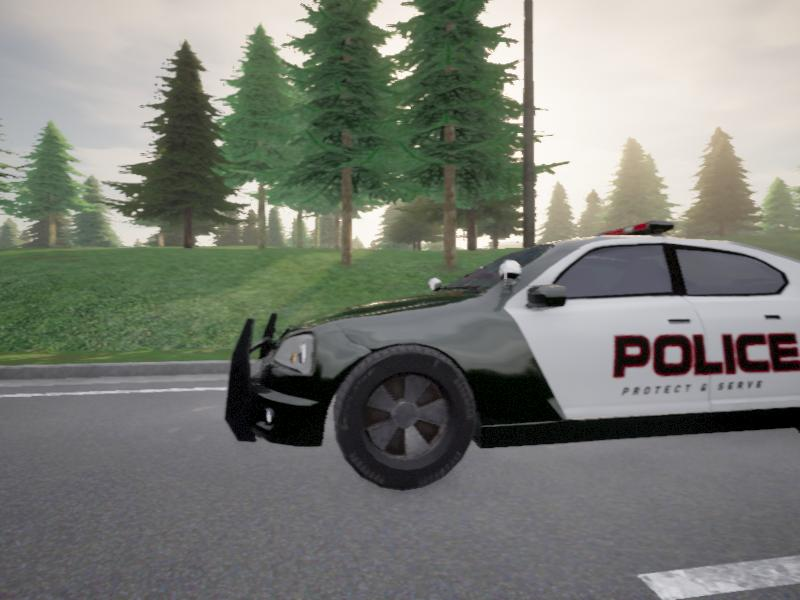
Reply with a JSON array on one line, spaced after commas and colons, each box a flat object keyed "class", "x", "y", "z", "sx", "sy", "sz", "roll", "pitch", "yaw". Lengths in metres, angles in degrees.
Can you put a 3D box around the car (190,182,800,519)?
[{"class": "car", "x": 1.343, "y": 0.219, "z": 3.218, "sx": 4.974, "sy": 1.542, "sz": 2.038, "roll": 0, "pitch": 0, "yaw": -9}]
